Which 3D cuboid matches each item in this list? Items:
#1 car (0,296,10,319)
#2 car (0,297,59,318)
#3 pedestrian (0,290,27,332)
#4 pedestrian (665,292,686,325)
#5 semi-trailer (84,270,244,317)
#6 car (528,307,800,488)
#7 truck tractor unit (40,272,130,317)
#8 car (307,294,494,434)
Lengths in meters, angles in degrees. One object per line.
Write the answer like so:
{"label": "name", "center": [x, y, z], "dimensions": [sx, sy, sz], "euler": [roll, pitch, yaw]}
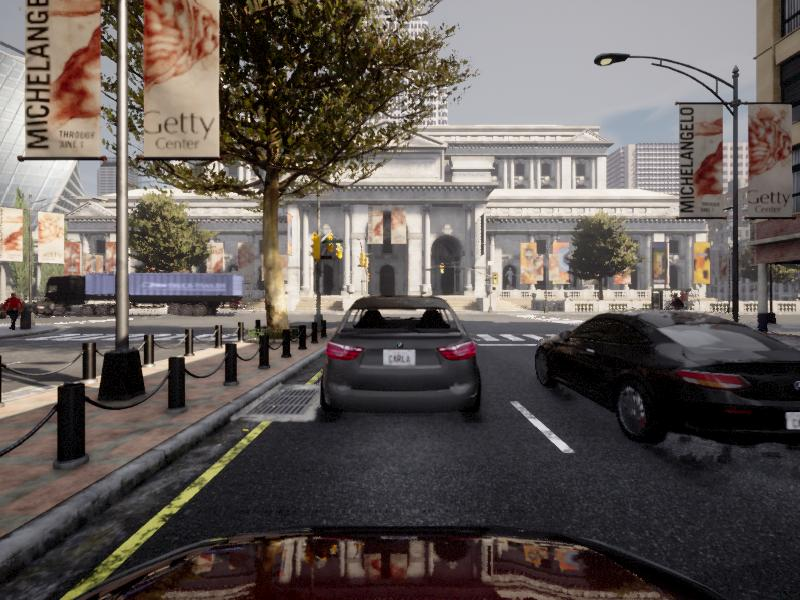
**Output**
{"label": "car", "center": [-34.566, 0.646, 32.518], "dimensions": [3.866, 1.878, 1.905], "euler": [0, 0, 0]}
{"label": "car", "center": [-33.797, 0.651, 36.034], "dimensions": [4.605, 1.855, 1.932], "euler": [0, 0, 0]}
{"label": "pedestrian", "center": [-17.601, 0.485, 18.210], "dimensions": [0.751, 1.860, 0.751], "euler": [0, 0, 32]}
{"label": "pedestrian", "center": [15.926, 0.485, 23.129], "dimensions": [0.751, 1.860, 0.751], "euler": [0, 0, 6]}
{"label": "semi-trailer", "center": [-23.017, -0.618, 39.462], "dimensions": [14.254, 4.402, 2.717], "euler": [0, 0, 0]}
{"label": "car", "center": [3.478, 0.870, 5.734], "dimensions": [1.812, 1.442, 4.674], "euler": [0, 0, 0]}
{"label": "truck tractor unit", "center": [-30.934, -0.519, 39.514], "dimensions": [6.516, 4.208, 3.053], "euler": [0, 0, 0]}
{"label": "car", "center": [0.021, 0.757, 7.092], "dimensions": [2.242, 1.667, 4.611], "euler": [0, 0, 0]}
